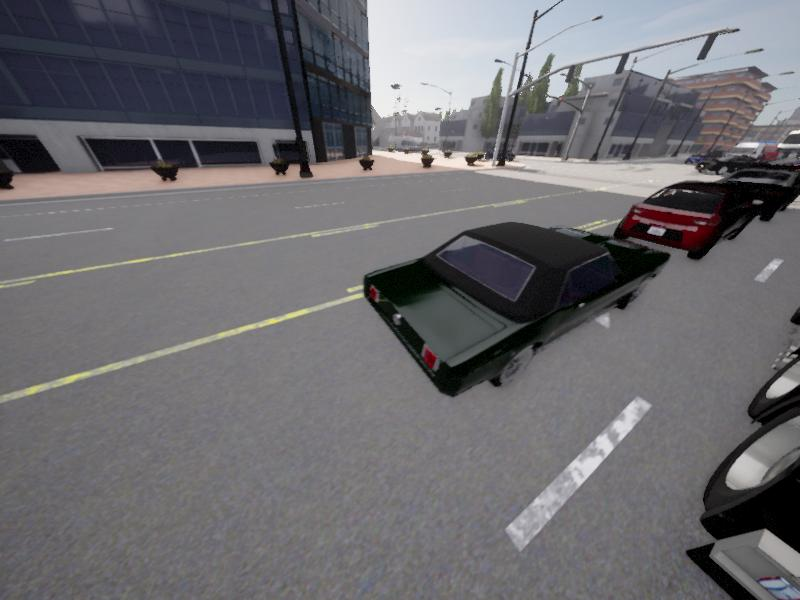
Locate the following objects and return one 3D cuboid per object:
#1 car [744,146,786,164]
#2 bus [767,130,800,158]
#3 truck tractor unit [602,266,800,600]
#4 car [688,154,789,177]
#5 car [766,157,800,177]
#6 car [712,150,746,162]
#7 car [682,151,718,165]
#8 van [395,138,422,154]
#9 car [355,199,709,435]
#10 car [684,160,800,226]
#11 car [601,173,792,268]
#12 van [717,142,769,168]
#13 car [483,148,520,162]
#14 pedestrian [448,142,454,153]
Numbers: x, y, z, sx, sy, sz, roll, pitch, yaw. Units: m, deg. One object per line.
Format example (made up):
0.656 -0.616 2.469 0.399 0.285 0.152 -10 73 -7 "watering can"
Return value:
56.594 -22.524 35.812 5.566 2.045 2.150 -18 39 -24 "car"
77.342 -30.205 44.732 10.273 4.253 3.944 -18 39 -24 "bus"
5.118 -0.291 0.789 6.516 4.208 3.053 -18 39 -24 "truck tractor unit"
29.815 -12.038 20.573 5.008 1.535 1.882 5 35 6 "car"
37.106 -12.217 21.194 4.181 1.385 1.994 -7 35 -11 "car"
54.595 -23.978 38.333 5.008 1.535 1.882 -18 39 -24 "car"
42.193 -19.980 32.493 4.193 1.474 1.816 -17 38 -25 "car"
1.737 -32.137 48.135 1.988 2.561 5.915 -25 42 -34 "van"
1.972 -0.394 3.447 4.718 1.301 1.895 -18 39 -24 "car"
13.813 -4.322 8.931 5.238 1.638 1.930 -18 39 -24 "car"
7.829 -2.354 6.160 4.193 1.474 1.816 -18 39 -24 "car"
44.574 -18.870 29.994 5.915 2.561 1.988 -17 39 -24 "van"
13.707 -19.804 31.457 1.816 1.474 4.193 -17 38 -24 "car"
10.767 -32.252 48.876 0.751 1.860 0.751 -23 41 -31 "pedestrian"
